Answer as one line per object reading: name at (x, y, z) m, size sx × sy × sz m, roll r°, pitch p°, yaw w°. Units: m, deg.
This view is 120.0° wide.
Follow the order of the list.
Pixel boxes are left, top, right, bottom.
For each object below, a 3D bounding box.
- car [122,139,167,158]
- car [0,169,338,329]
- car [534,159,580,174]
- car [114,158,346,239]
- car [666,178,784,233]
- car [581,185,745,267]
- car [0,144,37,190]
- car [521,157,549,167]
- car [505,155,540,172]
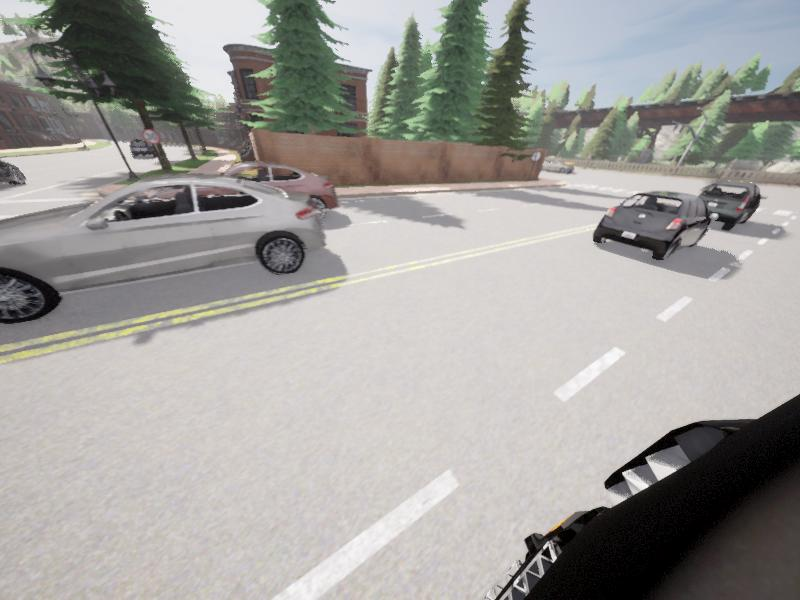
car at (-28.604, -17.128, 26.053) m, size 2.033 × 1.649 × 4.856 m, roll -16°, pitch 38°, yaw -26°
car at (-4.009, -1.327, 4.196) m, size 5.027 × 1.651 × 2.152 m, roll -16°, pitch 38°, yaw -26°
car at (23.140, -19.905, 34.370) m, size 2.152 × 1.651 × 5.027 m, roll -16°, pitch 38°, yaw -26°
car at (-4.554, -3.406, 7.292) m, size 5.027 × 1.651 × 2.152 m, roll -16°, pitch 38°, yaw -26°
car at (13.860, -4.164, 9.891) m, size 3.988 × 1.617 × 1.851 m, roll -16°, pitch 38°, yaw -26°
car at (7.557, -2.341, 6.718) m, size 3.633 × 1.501 × 1.845 m, roll -16°, pitch 38°, yaw -26°
car at (-16.917, -4.858, 8.568) m, size 1.837 × 1.490 × 4.892 m, roll -18°, pitch 39°, yaw -27°
car at (28.923, -29.611, 49.590) m, size 1.837 × 1.490 × 4.892 m, roll -16°, pitch 38°, yaw -26°
car at (18.505, -20.771, 35.070) m, size 1.905 × 1.878 × 3.866 m, roll -16°, pitch 38°, yaw -26°
